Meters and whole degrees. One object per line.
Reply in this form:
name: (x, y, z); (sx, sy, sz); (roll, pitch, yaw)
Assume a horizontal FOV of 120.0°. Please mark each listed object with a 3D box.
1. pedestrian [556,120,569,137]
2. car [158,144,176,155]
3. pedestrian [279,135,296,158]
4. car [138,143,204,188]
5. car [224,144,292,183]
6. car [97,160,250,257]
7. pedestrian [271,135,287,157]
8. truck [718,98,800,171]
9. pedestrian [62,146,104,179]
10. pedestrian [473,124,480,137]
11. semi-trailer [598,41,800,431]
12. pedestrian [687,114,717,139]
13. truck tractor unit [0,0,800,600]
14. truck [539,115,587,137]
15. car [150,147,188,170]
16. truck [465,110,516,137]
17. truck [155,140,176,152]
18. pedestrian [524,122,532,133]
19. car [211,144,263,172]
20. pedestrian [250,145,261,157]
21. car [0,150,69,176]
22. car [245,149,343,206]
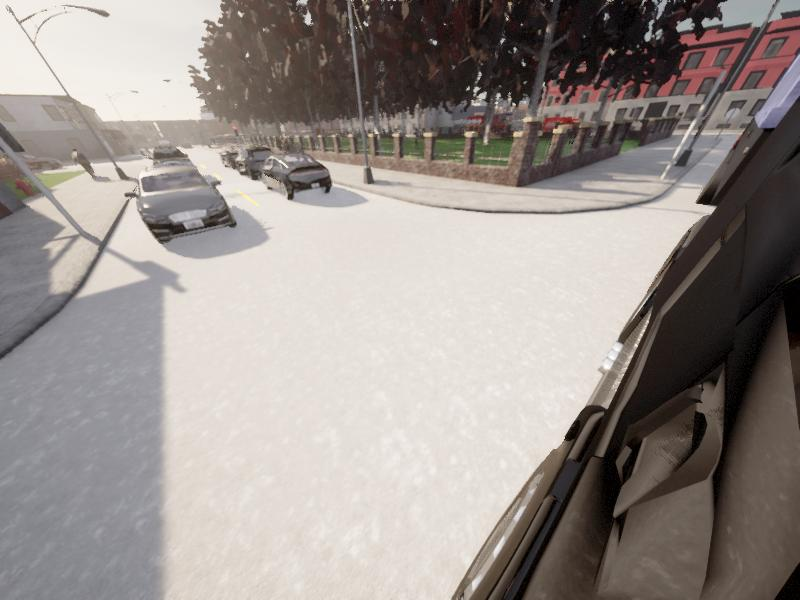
pedestrian: (23.245, -24.454, 33.001); (0.751, 1.860, 0.751); (-28, 44, -30)
car: (-44.335, -28.693, 43.974); (1.812, 1.442, 4.674); (-28, 44, -30)
pedestrian: (-11.095, -15.138, 22.803); (0.751, 1.860, 0.751); (-29, 44, -30)
car: (-13.937, -8.386, 14.174); (1.932, 1.855, 4.605); (-27, 44, -29)
car: (-8.951, -8.658, 14.428); (2.033, 1.649, 4.856); (-30, 44, -31)
car: (-6.584, -3.115, 6.978); (2.128, 1.511, 4.902); (-28, 44, -30)
pedestrian: (-12.800, -16.320, 24.491); (0.751, 1.860, 0.751); (-28, 44, -30)
truck: (18.732, -8.216, 11.294); (5.204, 2.467, 2.627); (-30, 44, -29)
pedestrian: (-21.656, -9.415, 15.842); (0.751, 1.860, 0.751); (-28, 44, -30)
pedestrian: (13.936, -30.815, 42.090); (0.751, 1.860, 0.751); (-28, 44, -30)
semi-trailer: (8.685, -3.621, 4.231); (14.254, 4.402, 2.717); (-28, 44, -30)
pedestrian: (29.015, -16.654, 22.220); (0.751, 1.860, 0.751); (-1, 37, 3)
truck tractor unit: (2.645, -0.295, 0.351); (6.516, 4.208, 3.053); (-28, 44, -30)
truck: (25.607, -27.450, 36.548); (2.627, 2.467, 5.204); (-29, 44, -30)
car: (-21.428, -13.242, 21.469); (1.837, 1.490, 4.892); (-28, 43, -30)
truck: (17.051, -33.819, 44.470); (2.891, 3.827, 8.468); (-28, 44, -30)
truck: (-52.977, -34.845, 52.196); (2.390, 2.098, 6.274); (-28, 44, -30)
pedestrian: (26.999, -36.290, 48.628); (0.751, 1.860, 0.751); (-13, 38, -13)
car: (-13.311, -11.648, 18.797); (2.128, 1.511, 4.902); (-30, 45, -32)
pedestrian: (-16.223, -16.787, 25.970); (0.500, 1.100, 0.500); (14, 40, 21)
car: (-37.132, -13.470, 22.681); (4.856, 1.649, 2.033); (-28, 43, -29)
car: (-4.772, -5.577, 10.143); (2.128, 1.511, 4.902); (-28, 44, -30)
